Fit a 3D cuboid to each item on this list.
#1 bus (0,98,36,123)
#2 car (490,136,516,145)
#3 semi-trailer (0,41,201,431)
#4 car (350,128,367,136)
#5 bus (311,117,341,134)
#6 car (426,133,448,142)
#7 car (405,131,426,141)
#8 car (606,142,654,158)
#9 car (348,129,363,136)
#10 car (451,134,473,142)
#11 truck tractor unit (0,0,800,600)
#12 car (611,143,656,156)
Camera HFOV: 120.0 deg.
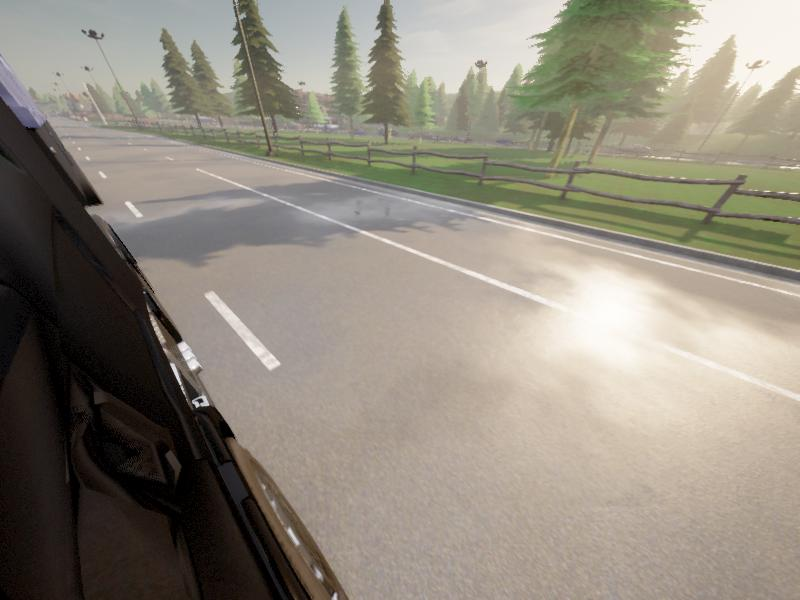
[{"bbox_3d":[-88.720,-43.428,52.964,10.273,4.253,3.944,28,44,30],"label":"bus"},{"bbox_3d":[24.329,-37.849,54.831,5.008,1.535,1.882,28,44,30],"label":"car"},{"bbox_3d":[-8.702,-3.590,4.241,14.254,4.402,2.717,28,43,30],"label":"semi-trailer"},{"bbox_3d":[-12.867,-52.319,71.882,5.238,1.638,1.930,28,44,30],"label":"car"},{"bbox_3d":[-25.446,-60.026,79.272,10.273,4.253,3.944,28,44,30],"label":"bus"},{"bbox_3d":[9.108,-40.525,57.472,4.974,1.542,2.038,28,44,30],"label":"car"},{"bbox_3d":[3.686,-40.726,57.331,4.856,1.649,2.033,28,44,30],"label":"car"},{"bbox_3d":[35.833,-23.526,36.209,5.027,1.651,2.152,28,44,30],"label":"car"},{"bbox_3d":[-13.231,-49.703,68.494,4.514,1.525,2.007,28,44,30],"label":"car"},{"bbox_3d":[16.162,-42.240,60.183,4.974,1.542,2.038,28,44,30],"label":"car"},{"bbox_3d":[-2.645,-0.295,0.351,6.516,4.208,3.053,28,44,30],"label":"truck tractor unit"},{"bbox_3d":[40.667,-26.394,40.407,5.366,1.575,1.801,28,44,30],"label":"car"}]
